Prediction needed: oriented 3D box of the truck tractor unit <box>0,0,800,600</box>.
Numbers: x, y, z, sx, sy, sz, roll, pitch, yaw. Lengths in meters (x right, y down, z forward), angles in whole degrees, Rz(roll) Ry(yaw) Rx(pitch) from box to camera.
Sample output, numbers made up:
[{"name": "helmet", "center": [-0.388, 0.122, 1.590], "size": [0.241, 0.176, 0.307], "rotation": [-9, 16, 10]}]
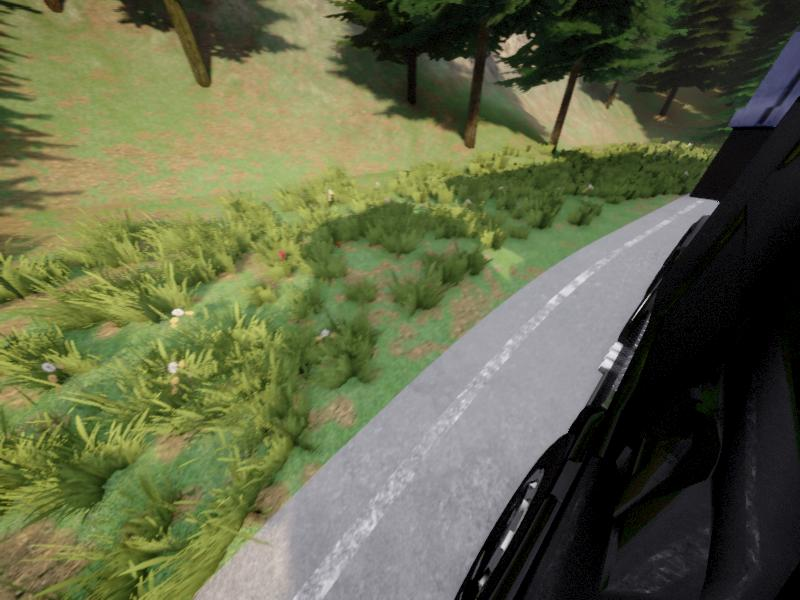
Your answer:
[{"name": "truck tractor unit", "center": [2.645, -0.295, 0.351], "size": [6.516, 4.208, 3.053], "rotation": [-28, 44, -30]}]

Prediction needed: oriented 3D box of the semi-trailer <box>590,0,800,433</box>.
[{"name": "semi-trailer", "center": [9.251, -3.125, 3.646], "size": [14.254, 4.402, 2.717], "rotation": [-21, 40, -23]}]
